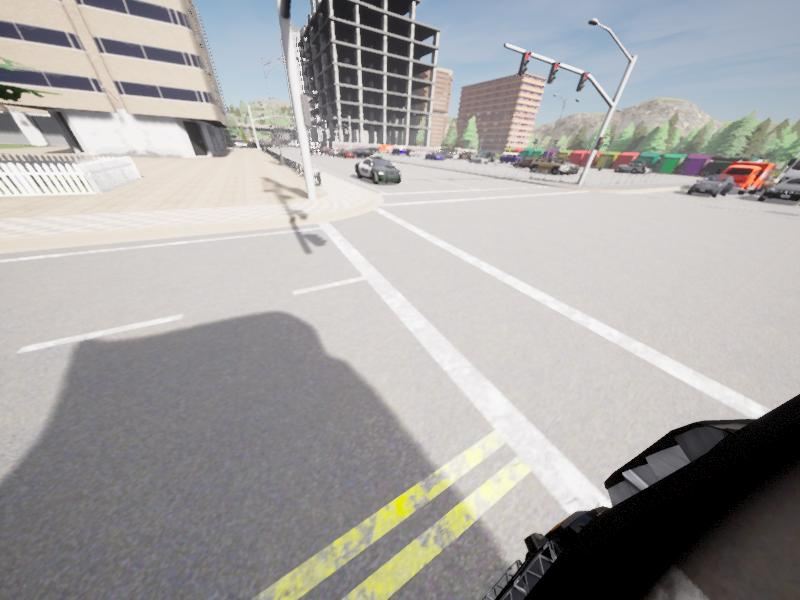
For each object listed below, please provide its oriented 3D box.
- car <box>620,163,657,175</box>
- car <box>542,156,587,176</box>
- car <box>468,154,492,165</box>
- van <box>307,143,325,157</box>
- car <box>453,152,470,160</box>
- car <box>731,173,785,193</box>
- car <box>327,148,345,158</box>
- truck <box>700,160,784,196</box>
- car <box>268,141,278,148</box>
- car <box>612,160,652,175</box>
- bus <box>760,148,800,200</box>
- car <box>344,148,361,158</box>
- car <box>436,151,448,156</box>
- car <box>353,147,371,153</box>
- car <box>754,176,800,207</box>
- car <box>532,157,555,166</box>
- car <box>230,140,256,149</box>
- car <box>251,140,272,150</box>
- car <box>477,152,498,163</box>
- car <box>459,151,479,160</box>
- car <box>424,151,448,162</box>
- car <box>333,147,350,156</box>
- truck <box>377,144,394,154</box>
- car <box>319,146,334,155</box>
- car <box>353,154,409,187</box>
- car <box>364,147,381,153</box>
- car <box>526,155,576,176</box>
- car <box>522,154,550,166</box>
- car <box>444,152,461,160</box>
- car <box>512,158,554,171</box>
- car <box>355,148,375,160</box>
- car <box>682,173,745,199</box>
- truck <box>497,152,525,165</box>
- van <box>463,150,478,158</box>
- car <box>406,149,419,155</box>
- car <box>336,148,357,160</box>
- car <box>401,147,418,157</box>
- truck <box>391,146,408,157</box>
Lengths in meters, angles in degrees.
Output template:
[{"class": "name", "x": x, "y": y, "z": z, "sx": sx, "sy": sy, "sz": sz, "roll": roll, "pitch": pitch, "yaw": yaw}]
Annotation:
[{"class": "car", "x": 40.849, "y": -22.514, "z": 39.680, "sx": 1.970, "sy": 1.475, "sz": 3.806, "roll": -15, "pitch": 38, "yaw": -25}, {"class": "car", "x": 21.186, "y": -17.418, "z": 29.956, "sx": 1.905, "sy": 1.878, "sz": 3.866, "roll": -15, "pitch": 38, "yaw": -25}, {"class": "car", "x": 15.096, "y": -26.631, "z": 43.758, "sx": 1.970, "sy": 1.475, "sz": 3.806, "roll": -15, "pitch": 38, "yaw": -25}, {"class": "van", "x": -15.891, "y": -28.387, "z": 43.550, "sx": 2.069, "sy": 2.038, "sz": 4.480, "roll": -15, "pitch": 37, "yaw": -25}, {"class": "car", "x": 15.372, "y": -36.279, "z": 58.247, "sx": 1.784, "sy": 1.438, "sz": 3.905, "roll": -15, "pitch": 38, "yaw": -25}, {"class": "car", "x": 37.455, "y": -12.328, "z": 24.179, "sx": 5.366, "sy": 1.575, "sz": 1.801, "roll": -14, "pitch": 37, "yaw": -24}, {"class": "car", "x": -12.407, "y": -28.447, "z": 44.596, "sx": 1.895, "sy": 1.301, "sz": 4.718, "roll": -15, "pitch": 38, "yaw": -25}, {"class": "truck", "x": 30.879, "y": -11.043, "z": 20.899, "sx": 5.204, "sy": 2.467, "sz": 2.627, "roll": -14, "pitch": 37, "yaw": -24}, {"class": "car", "x": -41.455, "y": -50.605, "z": 75.244, "sx": 2.033, "sy": 1.649, "sz": 4.856, "roll": -15, "pitch": 38, "yaw": -25}, {"class": "car", "x": 38.323, "y": -22.039, "z": 38.325, "sx": 1.905, "sy": 1.878, "sz": 3.866, "roll": -15, "pitch": 38, "yaw": -25}, {"class": "bus", "x": 37.916, "y": -11.280, "z": 20.223, "sx": 10.273, "sy": 4.253, "sz": 3.944, "roll": -14, "pitch": 37, "yaw": -24}, {"class": "car", "x": -9.497, "y": -29.481, "z": 46.259, "sx": 1.812, "sy": 1.442, "sz": 4.674, "roll": -15, "pitch": 38, "yaw": -25}, {"class": "car", "x": 16.210, "y": -56.947, "z": 89.587, "sx": 4.193, "sy": 1.474, "sz": 1.816, "roll": -15, "pitch": 38, "yaw": -25}, {"class": "car", "x": -12.407, "y": -49.130, "z": 75.453, "sx": 5.357, "sy": 1.411, "sz": 2.033, "roll": -15, "pitch": 38, "yaw": -25}, {"class": "car", "x": 29.079, "y": -8.052, "z": 17.016, "sx": 5.027, "sy": 1.651, "sz": 2.152, "roll": -15, "pitch": 38, "yaw": -25}, {"class": "car", "x": 32.390, "y": -31.314, "z": 52.174, "sx": 1.784, "sy": 1.438, "sz": 3.905, "roll": -15, "pitch": 38, "yaw": -25}, {"class": "car", "x": -37.848, "y": -37.581, "z": 55.884, "sx": 4.974, "sy": 1.542, "sz": 2.038, "roll": -16, "pitch": 38, "yaw": -26}, {"class": "car", "x": -32.880, "y": -36.861, "z": 54.957, "sx": 3.866, "sy": 1.878, "sz": 1.905, "roll": -16, "pitch": 38, "yaw": -26}, {"class": "car", "x": 19.589, "y": -32.087, "z": 51.909, "sx": 1.905, "sy": 1.878, "sz": 3.866, "roll": -15, "pitch": 38, "yaw": -25}, {"class": "car", "x": 17.703, "y": -37.109, "z": 59.308, "sx": 1.932, "sy": 1.855, "sz": 4.605, "roll": -15, "pitch": 38, "yaw": -25}, {"class": "car", "x": 7.070, "y": -28.606, "z": 45.940, "sx": 2.242, "sy": 1.667, "sz": 4.611, "roll": -15, "pitch": 38, "yaw": -25}, {"class": "car", "x": -13.026, "y": -33.106, "z": 51.470, "sx": 2.033, "sy": 1.411, "sz": 5.357, "roll": -15, "pitch": 38, "yaw": -25}, {"class": "truck", "x": -5.030, "y": -51.546, "z": 78.814, "sx": 5.204, "sy": 2.467, "sz": 2.627, "roll": -15, "pitch": 38, "yaw": -25}, {"class": "car", "x": -15.800, "y": -32.004, "z": 49.538, "sx": 1.812, "sy": 1.442, "sz": 4.674, "roll": -15, "pitch": 38, "yaw": -25}, {"class": "car", "x": -1.561, "y": -9.389, "z": 16.587, "sx": 2.038, "sy": 1.542, "sz": 4.974, "roll": -15, "pitch": 38, "yaw": -25}, {"class": "car", "x": -8.730, "y": -48.025, "z": 73.844, "sx": 4.892, "sy": 1.490, "sz": 1.837, "roll": -15, "pitch": 38, "yaw": -25}, {"class": "car", "x": 18.629, "y": -16.768, "z": 28.763, "sx": 1.932, "sy": 1.855, "sz": 4.605, "roll": -15, "pitch": 38, "yaw": -25}, {"class": "car", "x": 29.836, "y": -30.842, "z": 50.872, "sx": 1.932, "sy": 1.855, "sz": 4.605, "roll": -15, "pitch": 38, "yaw": -25}, {"class": "car", "x": 12.839, "y": -35.574, "z": 57.035, "sx": 1.970, "sy": 1.475, "sz": 3.806, "roll": -15, "pitch": 38, "yaw": -25}, {"class": "car", "x": 20.436, "y": -21.098, "z": 35.856, "sx": 2.033, "sy": 1.415, "sz": 5.357, "roll": -15, "pitch": 38, "yaw": -25}, {"class": "car", "x": -6.339, "y": -26.272, "z": 41.603, "sx": 1.882, "sy": 1.535, "sz": 5.008, "roll": -15, "pitch": 38, "yaw": -25}, {"class": "car", "x": 24.867, "y": -9.110, "z": 18.344, "sx": 3.633, "sy": 1.501, "sz": 1.845, "roll": -15, "pitch": 37, "yaw": -25}, {"class": "truck", "x": 22.684, "y": -28.964, "z": 47.286, "sx": 2.069, "sy": 2.038, "sz": 4.478, "roll": -15, "pitch": 38, "yaw": -25}, {"class": "van", "x": 25.604, "y": -53.077, "z": 84.038, "sx": 4.480, "sy": 2.038, "sz": 2.069, "roll": -15, "pitch": 38, "yaw": -25}, {"class": "car", "x": 4.428, "y": -51.467, "z": 80.452, "sx": 3.806, "sy": 1.475, "sz": 1.970, "roll": -15, "pitch": 38, "yaw": -25}, {"class": "car", "x": -9.305, "y": -25.327, "z": 39.988, "sx": 2.163, "sy": 1.488, "sz": 4.792, "roll": -15, "pitch": 38, "yaw": -25}, {"class": "car", "x": 2.288, "y": -37.019, "z": 57.903, "sx": 1.932, "sy": 1.855, "sz": 4.605, "roll": -15, "pitch": 38, "yaw": -25}, {"class": "truck", "x": -0.205, "y": -36.384, "z": 56.570, "sx": 2.069, "sy": 2.038, "sz": 4.478, "roll": -15, "pitch": 38, "yaw": -25}]
